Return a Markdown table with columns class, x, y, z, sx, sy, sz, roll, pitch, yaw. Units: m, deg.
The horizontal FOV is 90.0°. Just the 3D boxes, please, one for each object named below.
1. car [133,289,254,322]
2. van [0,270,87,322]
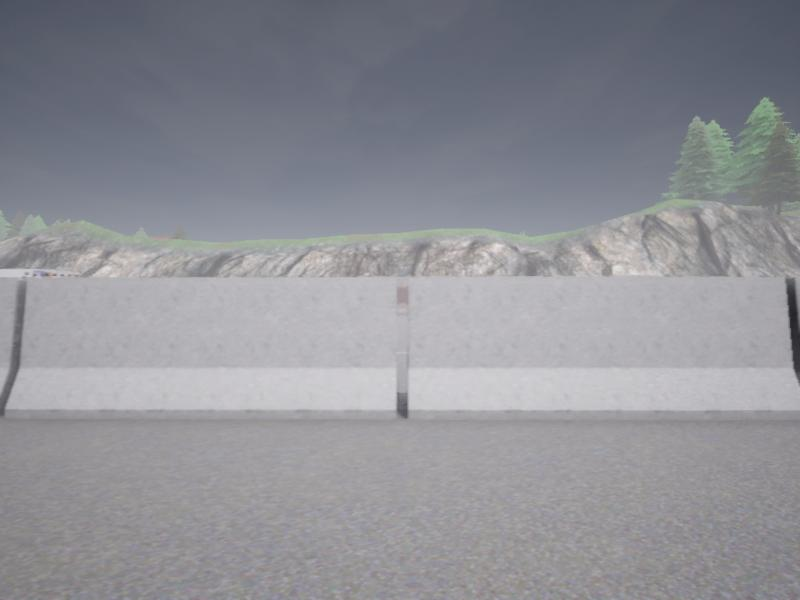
| class | x | y | z | sx | sy | sz | roll | pitch | yaw |
| --- | --- | --- | --- | --- | --- | --- | --- | --- | --- |
| car | -10.037 | 0.240 | 19.701 | 5.008 | 1.535 | 1.882 | 0 | 0 | 0 |
| van | -19.515 | -0.191 | 19.699 | 6.366 | 2.431 | 2.351 | 0 | 0 | 0 |
